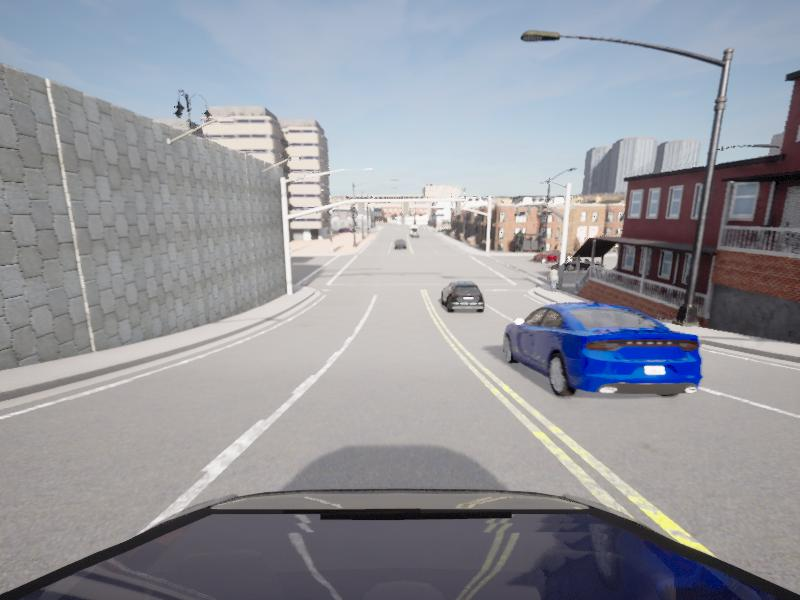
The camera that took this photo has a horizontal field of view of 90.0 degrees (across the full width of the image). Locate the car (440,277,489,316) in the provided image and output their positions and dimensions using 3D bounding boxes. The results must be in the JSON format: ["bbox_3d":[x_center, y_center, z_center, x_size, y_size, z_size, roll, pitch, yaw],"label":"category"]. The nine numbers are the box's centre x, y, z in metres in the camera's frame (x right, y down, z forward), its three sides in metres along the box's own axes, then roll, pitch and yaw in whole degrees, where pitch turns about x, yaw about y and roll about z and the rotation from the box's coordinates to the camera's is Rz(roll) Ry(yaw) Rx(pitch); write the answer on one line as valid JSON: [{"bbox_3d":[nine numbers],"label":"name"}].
[{"bbox_3d":[3.520,-0.317,22.789,2.033,1.649,4.856,0,8,0],"label":"car"}]

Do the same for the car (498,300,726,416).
[{"bbox_3d":[3.506,0.795,7.969,1.882,1.535,5.008,0,1,0],"label":"car"}]

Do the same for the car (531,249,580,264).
[{"bbox_3d":[18.326,-5.181,47.326,5.008,1.535,1.882,0,12,0],"label":"car"}]

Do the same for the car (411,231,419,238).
[{"bbox_3d":[3.588,-15.591,95.078,1.851,1.617,3.988,0,12,0],"label":"car"}]

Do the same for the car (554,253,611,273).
[{"bbox_3d":[18.339,-3.758,40.486,4.611,1.667,2.242,0,12,0],"label":"car"}]

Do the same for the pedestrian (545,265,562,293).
[{"bbox_3d":[11.074,-1.537,28.842,0.751,1.860,0.751,-2,12,-9],"label":"pedestrian"}]

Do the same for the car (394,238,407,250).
[{"bbox_3d":[0.058,-9.159,65.336,1.930,1.638,5.238,0,12,0],"label":"car"}]
